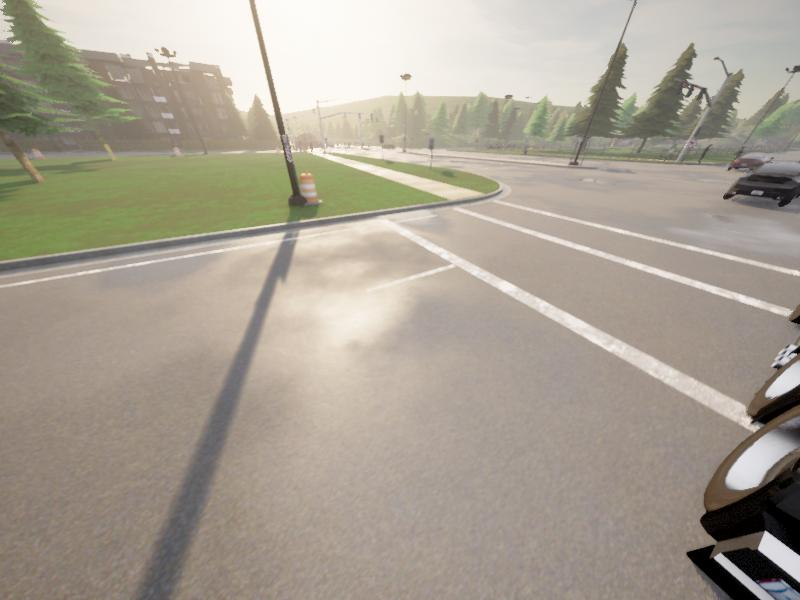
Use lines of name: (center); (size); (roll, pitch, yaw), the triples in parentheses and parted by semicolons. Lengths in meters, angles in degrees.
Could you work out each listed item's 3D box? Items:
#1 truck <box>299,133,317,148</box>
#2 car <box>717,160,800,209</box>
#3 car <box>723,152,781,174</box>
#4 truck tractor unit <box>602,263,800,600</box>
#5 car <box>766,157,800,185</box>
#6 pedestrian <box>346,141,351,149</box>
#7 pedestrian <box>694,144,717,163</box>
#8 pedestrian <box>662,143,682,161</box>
truck: (-28.859, -50.059, 72.444); (2.891, 3.827, 8.468); (-18, 39, -25)
car: (17.433, -5.513, 10.761); (4.892, 1.490, 1.837); (-18, 39, -24)
car: (32.213, -12.625, 21.144); (4.674, 1.442, 1.812); (-18, 39, -24)
truck tractor unit: (5.106, -0.305, 0.785); (6.516, 4.208, 3.053); (-18, 39, -24)
car: (27.118, -8.622, 15.415); (4.181, 1.385, 1.994); (-18, 39, -24)
pedestrian: (-15.021, -45.405, 67.531); (0.751, 1.860, 0.751); (-24, 41, -30)
pedestrian: (36.199, -17.430, 27.411); (0.751, 1.860, 0.751); (-15, 38, -21)
pedestrian: (34.854, -18.986, 29.639); (0.751, 1.860, 0.751); (-12, 37, -17)
